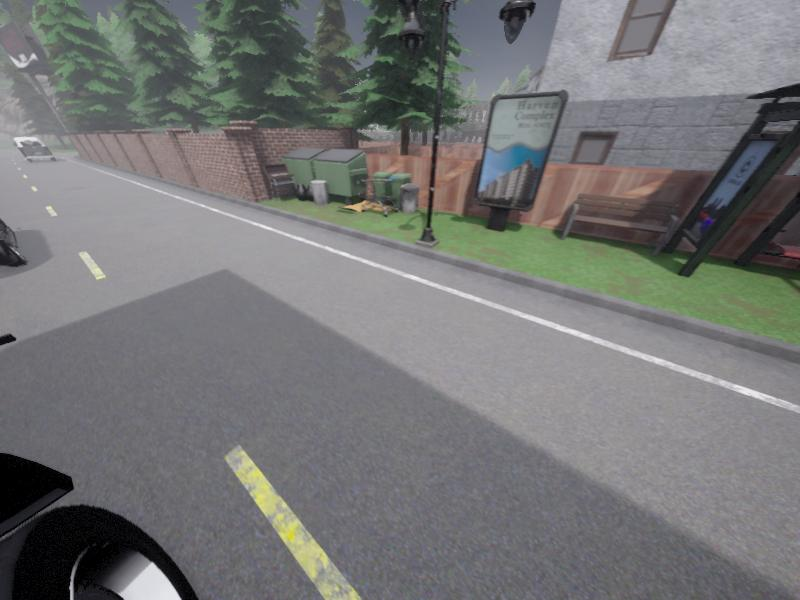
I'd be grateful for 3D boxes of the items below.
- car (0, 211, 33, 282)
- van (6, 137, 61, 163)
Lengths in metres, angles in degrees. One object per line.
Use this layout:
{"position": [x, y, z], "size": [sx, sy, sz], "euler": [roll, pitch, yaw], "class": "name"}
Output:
{"position": [-9.553, -1.299, 4.473], "size": [4.181, 1.385, 1.994], "euler": [22, 41, 28], "class": "car"}
{"position": [-37.246, -15.314, 23.500], "size": [4.480, 2.038, 2.069], "euler": [22, 41, 28], "class": "van"}
